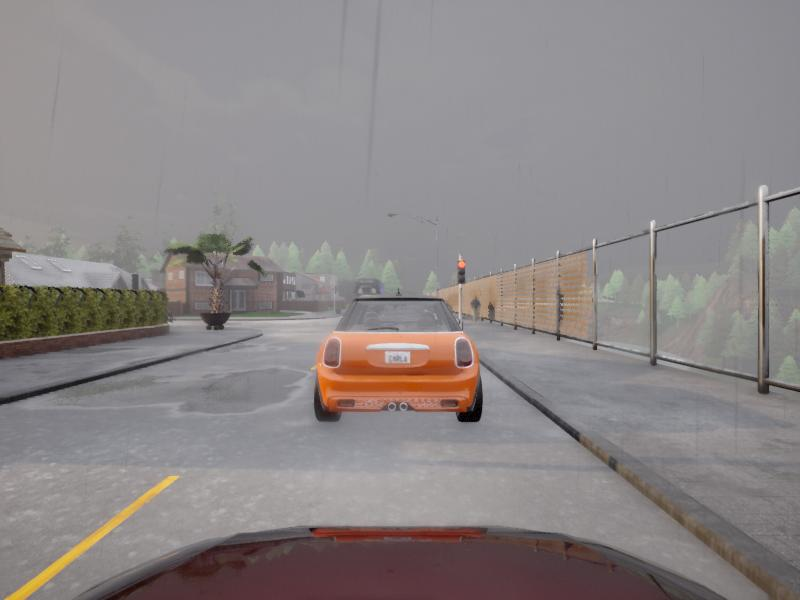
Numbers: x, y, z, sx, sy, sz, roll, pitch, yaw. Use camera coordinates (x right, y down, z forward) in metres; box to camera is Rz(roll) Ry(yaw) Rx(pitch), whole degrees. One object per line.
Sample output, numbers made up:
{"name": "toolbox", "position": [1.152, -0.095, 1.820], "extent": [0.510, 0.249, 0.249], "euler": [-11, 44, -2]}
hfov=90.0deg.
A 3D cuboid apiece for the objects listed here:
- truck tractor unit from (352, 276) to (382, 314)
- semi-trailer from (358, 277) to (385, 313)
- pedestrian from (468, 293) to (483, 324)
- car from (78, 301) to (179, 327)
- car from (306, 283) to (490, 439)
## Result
{"name": "truck tractor unit", "position": [-3.771, -0.518, 47.695], "extent": [3.053, 4.208, 6.516], "euler": [0, 0, 0]}
{"name": "semi-trailer", "position": [-3.740, -0.619, 55.611], "extent": [2.717, 4.402, 14.254], "euler": [0, 0, 0]}
{"name": "pedestrian", "position": [4.631, 0.533, 24.587], "extent": [0.751, 1.860, 0.751], "euler": [0, 0, 1]}
{"name": "car", "position": [-16.702, 0.823, 24.783], "extent": [5.008, 1.535, 1.882], "euler": [0, 0, 1]}
{"name": "car", "position": [-0.001, 0.694, 6.836], "extent": [2.097, 1.767, 4.553], "euler": [0, 0, 1]}
